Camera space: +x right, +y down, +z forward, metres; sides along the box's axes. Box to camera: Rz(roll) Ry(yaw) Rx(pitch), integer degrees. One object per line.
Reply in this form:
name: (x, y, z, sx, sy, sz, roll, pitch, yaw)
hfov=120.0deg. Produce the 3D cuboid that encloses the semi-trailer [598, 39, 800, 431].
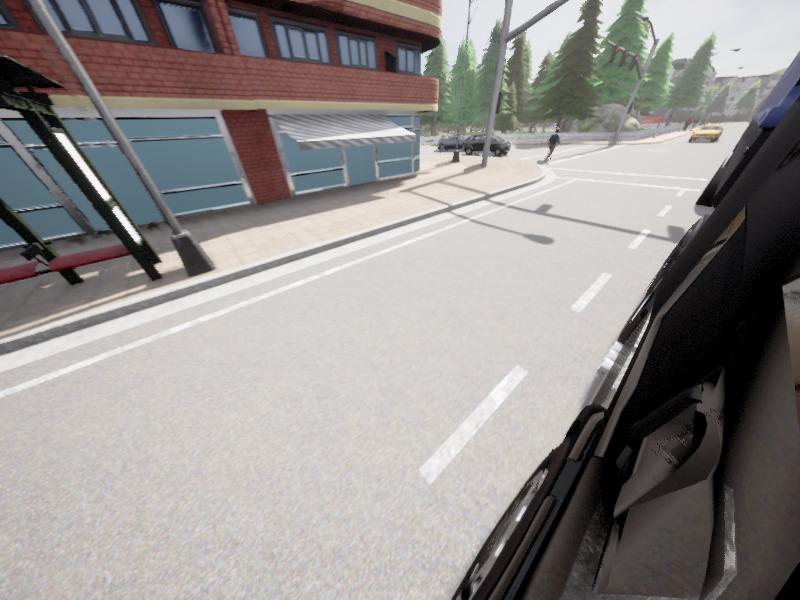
semi-trailer: (8.696, -3.587, 4.258, 14.254, 4.402, 2.717, -28, 43, -30)

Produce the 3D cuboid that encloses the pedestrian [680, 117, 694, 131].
pedestrian: (48.643, -29.774, 39.153, 0.751, 1.860, 0.751, -26, 42, -28)

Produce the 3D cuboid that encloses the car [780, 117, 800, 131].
car: (59.434, -26.448, 34.602, 5.008, 1.535, 1.882, -28, 44, -30)

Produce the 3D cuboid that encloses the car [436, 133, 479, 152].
car: (5.946, -16.314, 23.984, 3.806, 1.475, 1.970, 17, 41, 24)

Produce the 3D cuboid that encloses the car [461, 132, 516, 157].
car: (7.403, -13.162, 19.578, 3.705, 1.549, 1.789, 23, 44, 31)

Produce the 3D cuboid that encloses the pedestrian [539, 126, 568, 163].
pedestrian: (9.763, -9.922, 14.768, 0.751, 1.860, 0.751, -22, 41, -25)

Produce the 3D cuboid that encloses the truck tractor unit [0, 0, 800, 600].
truck tractor unit: (2.645, -0.295, 0.351, 6.516, 4.208, 3.053, -28, 44, -30)

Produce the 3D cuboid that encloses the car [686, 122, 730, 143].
car: (31.773, -17.292, 23.810, 5.366, 1.575, 1.801, -27, 43, -29)
